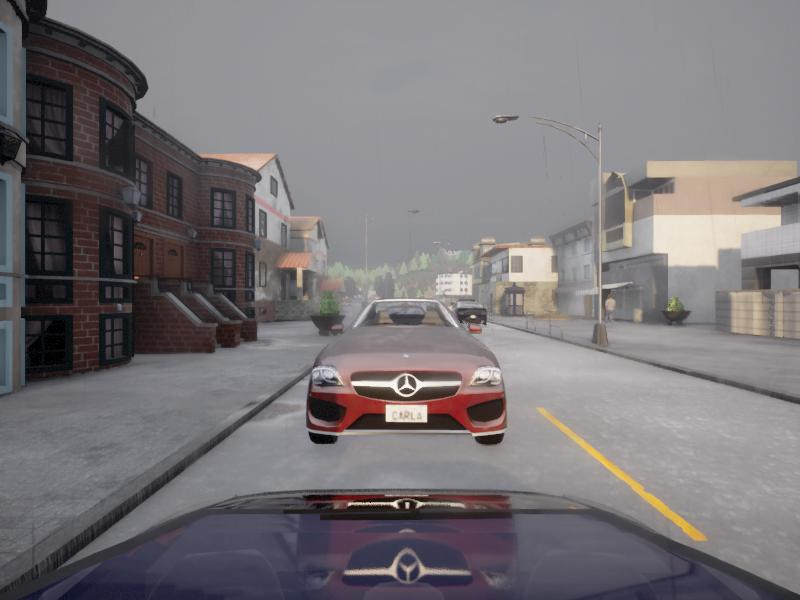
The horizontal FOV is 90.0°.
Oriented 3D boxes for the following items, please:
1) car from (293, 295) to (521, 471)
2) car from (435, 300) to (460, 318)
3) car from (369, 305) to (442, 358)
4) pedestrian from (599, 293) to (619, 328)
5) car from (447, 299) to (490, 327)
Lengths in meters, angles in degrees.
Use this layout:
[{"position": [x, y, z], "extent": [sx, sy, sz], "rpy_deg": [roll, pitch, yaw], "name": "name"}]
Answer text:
[{"position": [0.089, 0.781, 6.286], "extent": [2.152, 1.651, 5.027], "rpy_deg": [0, 0, 1], "name": "car"}, {"position": [4.484, 0.801, 38.367], "extent": [1.801, 1.575, 5.366], "rpy_deg": [0, 0, 1], "name": "car"}, {"position": [0.180, 0.895, 13.768], "extent": [2.033, 1.411, 5.357], "rpy_deg": [0, 0, 1], "name": "car"}, {"position": [11.355, 0.547, 21.723], "extent": [0.751, 1.860, 0.751], "rpy_deg": [0, 0, 5], "name": "pedestrian"}, {"position": [4.333, 0.771, 26.083], "extent": [1.930, 1.638, 5.238], "rpy_deg": [0, 0, 1], "name": "car"}]
